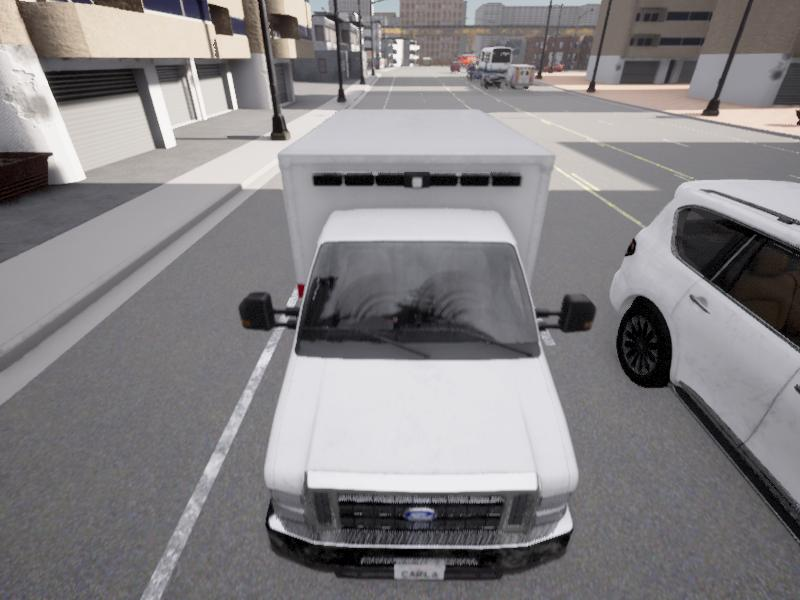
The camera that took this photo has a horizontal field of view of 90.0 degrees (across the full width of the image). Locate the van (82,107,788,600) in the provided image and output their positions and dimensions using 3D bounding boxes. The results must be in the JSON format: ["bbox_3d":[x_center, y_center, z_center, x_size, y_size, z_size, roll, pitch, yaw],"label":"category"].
[{"bbox_3d":[0.141,-0.640,4.696,2.351,2.431,6.366,0,30,1],"label":"van"}]

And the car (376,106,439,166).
[{"bbox_3d":[0.273,-6.623,15.838,2.128,1.511,4.902,0,30,1],"label":"car"}]

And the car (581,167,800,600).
[{"bbox_3d":[3.624,0.755,2.689,2.150,2.045,5.566,0,30,0],"label":"car"}]

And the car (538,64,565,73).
[{"bbox_3d":[32.132,-49.308,85.086,4.611,1.667,2.242,1,31,2],"label":"car"}]

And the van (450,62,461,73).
[{"bbox_3d":[11.616,-48.905,83.998,1.775,1.987,4.442,1,31,1],"label":"van"}]

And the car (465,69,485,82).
[{"bbox_3d":[11.306,-33.962,60.389,2.033,1.411,5.357,0,32,1],"label":"car"}]

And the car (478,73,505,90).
[{"bbox_3d":[11.170,-26.908,49.215,2.128,1.511,4.902,0,32,1],"label":"car"}]

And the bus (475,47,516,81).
[{"bbox_3d":[14.724,-37.331,63.052,3.944,4.253,10.273,0,32,1],"label":"bus"}]

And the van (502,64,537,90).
[{"bbox_3d":[14.680,-27.738,49.643,2.351,2.431,6.366,0,32,1],"label":"van"}]
